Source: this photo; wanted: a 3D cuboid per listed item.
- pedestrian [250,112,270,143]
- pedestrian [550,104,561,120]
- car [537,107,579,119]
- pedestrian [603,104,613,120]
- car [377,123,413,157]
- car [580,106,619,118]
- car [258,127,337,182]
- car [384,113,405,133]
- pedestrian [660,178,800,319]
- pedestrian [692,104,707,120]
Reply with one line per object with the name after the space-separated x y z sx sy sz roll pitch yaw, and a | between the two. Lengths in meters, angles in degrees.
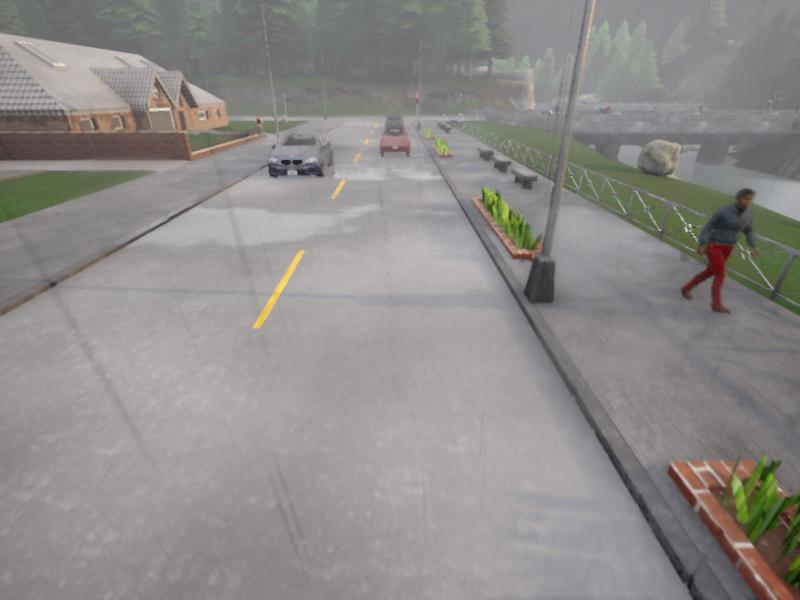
-9.439 -11.631 27.008 0.751 1.860 0.751 3 27 5 | pedestrian
20.033 -24.200 51.569 0.751 1.860 0.751 -5 28 -10 | pedestrian
22.233 -26.419 56.539 4.974 1.542 2.038 0 27 -1 | car
27.569 -24.945 53.034 0.751 1.860 0.751 6 28 11 | pedestrian
-0.285 -9.235 22.989 1.845 1.501 3.633 0 27 -1 | car
29.949 -28.283 60.186 4.611 1.667 2.242 0 27 -1 | car
-4.205 -6.422 17.338 2.242 1.667 4.611 0 27 -1 | car
-0.517 -16.456 37.137 1.816 1.474 4.193 0 27 0 | car
4.616 -0.728 5.753 0.751 1.860 0.751 0 27 0 | pedestrian
39.045 -24.474 52.130 0.751 1.860 0.751 -1 27 -1 | pedestrian
